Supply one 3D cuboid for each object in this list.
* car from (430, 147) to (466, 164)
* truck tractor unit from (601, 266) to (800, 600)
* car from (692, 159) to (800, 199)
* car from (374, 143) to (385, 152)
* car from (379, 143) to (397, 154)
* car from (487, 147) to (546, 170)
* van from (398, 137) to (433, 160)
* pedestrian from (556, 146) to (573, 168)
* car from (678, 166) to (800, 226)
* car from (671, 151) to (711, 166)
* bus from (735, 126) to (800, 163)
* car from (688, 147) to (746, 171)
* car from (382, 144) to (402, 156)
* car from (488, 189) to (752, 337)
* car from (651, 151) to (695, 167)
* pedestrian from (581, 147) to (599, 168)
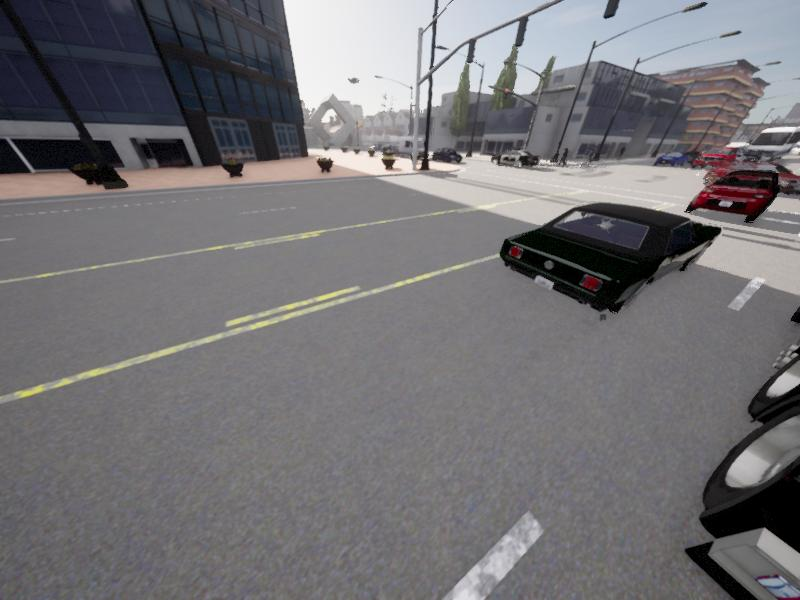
[{"bbox_3d":[5.670,-17.321,27.646,1.816,1.474,4.193,-17,39,-24],"label":"car"},{"bbox_3d":[5.115,-0.296,0.776,6.516,4.208,3.053,-18,39,-24],"label":"truck tractor unit"},{"bbox_3d":[20.313,-7.063,13.264,1.812,1.442,4.674,7,35,9],"label":"car"},{"bbox_3d":[-4.607,-34.125,51.694,1.816,1.474,4.193,-7,35,-11],"label":"car"},{"bbox_3d":[-2.464,-30.290,46.053,1.930,1.638,5.238,-13,37,-20],"label":"car"},{"bbox_3d":[11.950,-14.879,24.159,1.930,1.638,5.238,-16,38,-23],"label":"car"},{"bbox_3d":[2.007,-21.511,32.672,1.988,2.561,5.915,-17,39,-24],"label":"van"},{"bbox_3d":[17.434,-15.179,24.514,0.751,1.860,0.751,13,36,17],"label":"pedestrian"},{"bbox_3d":[12.942,-4.127,8.819,4.193,1.474,1.816,-21,40,-28],"label":"car"},{"bbox_3d":[39.393,-19.225,31.248,4.892,1.490,1.837,-18,39,-24],"label":"car"},{"bbox_3d":[58.363,-24.265,35.908,10.273,4.253,3.944,-20,40,-23],"label":"bus"},{"bbox_3d":[35.536,-15.925,25.925,5.566,2.045,2.150,-18,39,-24],"label":"car"},{"bbox_3d":[-1.353,-24.433,37.695,1.845,1.501,3.633,-18,39,-25],"label":"car"},{"bbox_3d":[4.285,-1.136,4.531,4.718,1.301,1.895,-18,39,-24],"label":"car"},{"bbox_3d":[33.767,-17.459,28.549,5.008,1.535,1.882,-18,39,-25],"label":"car"},{"bbox_3d":[20.554,-15.448,24.998,0.751,1.860,0.751,16,37,20],"label":"pedestrian"}]
